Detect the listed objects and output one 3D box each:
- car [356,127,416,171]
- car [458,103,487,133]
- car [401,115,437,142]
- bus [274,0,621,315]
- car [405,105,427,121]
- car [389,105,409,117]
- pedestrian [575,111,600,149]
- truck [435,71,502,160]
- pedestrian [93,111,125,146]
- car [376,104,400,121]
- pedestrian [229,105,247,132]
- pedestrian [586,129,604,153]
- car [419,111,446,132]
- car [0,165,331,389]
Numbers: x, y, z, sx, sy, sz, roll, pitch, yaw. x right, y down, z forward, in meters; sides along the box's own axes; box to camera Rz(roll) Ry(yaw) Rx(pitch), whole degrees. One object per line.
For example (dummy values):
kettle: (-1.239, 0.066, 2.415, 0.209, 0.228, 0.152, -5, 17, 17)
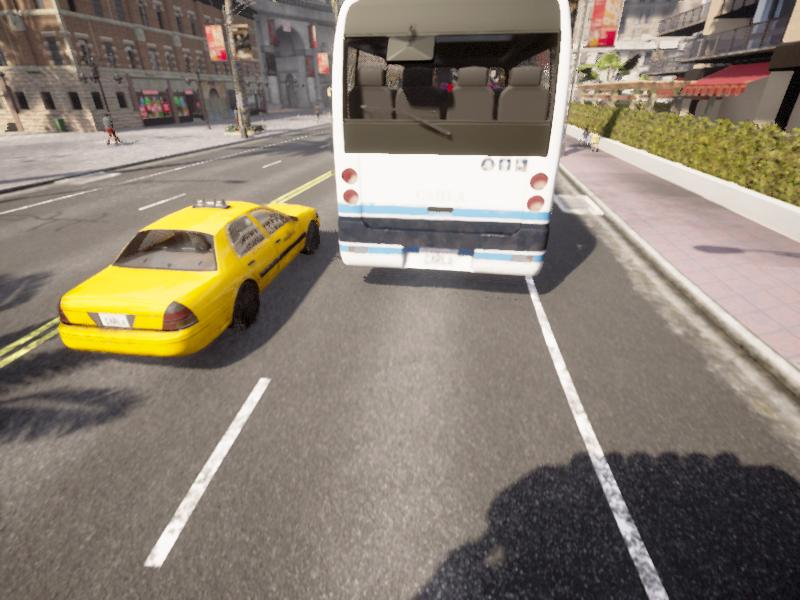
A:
car: (-0.517, -7.205, 18.854, 1.994, 1.385, 4.181, 5, 28, 9)
car: (6.370, -15.965, 34.931, 2.150, 2.045, 5.566, 5, 28, 9)
car: (1.410, -12.174, 28.277, 1.970, 1.475, 3.806, 5, 28, 9)
bus: (1.231, -4.174, 9.915, 3.944, 4.253, 10.273, 4, 28, 8)
car: (2.036, -22.724, 48.489, 2.007, 1.525, 4.514, 5, 28, 9)
car: (-0.087, -26.229, 55.476, 1.895, 1.301, 4.718, 5, 28, 9)
pedestrian: (10.328, -9.379, 22.095, 0.751, 1.860, 0.751, 4, 28, 8)
truck: (3.975, -10.718, 22.934, 2.891, 3.827, 8.468, 5, 28, 9)
pedestrian: (-17.092, -10.097, 23.523, 0.751, 1.860, 0.751, 4, 28, 9)
car: (-1.418, -23.037, 48.973, 1.930, 1.638, 5.238, 5, 28, 9)
pedestrian: (-13.002, -14.560, 32.090, 0.751, 1.860, 0.751, 9, 29, 17)
pedestrian: (10.036, -8.175, 20.606, 0.500, 1.100, 0.500, 4, 28, 9)
car: (2.906, -15.877, 35.506, 1.994, 1.385, 4.181, 4, 28, 8)
car: (-2.824, -0.964, 6.637, 1.801, 1.575, 5.366, 3, 28, 6)
